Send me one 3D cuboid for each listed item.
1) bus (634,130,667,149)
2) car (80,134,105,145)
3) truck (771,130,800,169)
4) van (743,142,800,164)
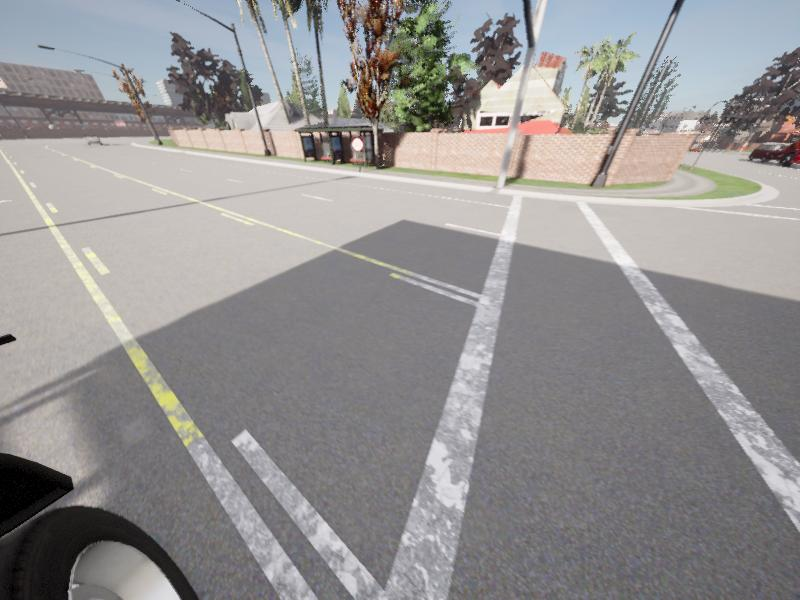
[{"bbox_3d":[73.354,-47.232,68.058,3.944,4.253,10.273,21,40,27],"label":"bus"},{"bbox_3d":[-51.651,-27.035,38.855,1.845,1.501,3.633,-28,45,-34],"label":"car"},{"bbox_3d":[39.116,-13.673,20.376,2.891,3.827,8.468,21,40,27],"label":"truck"},{"bbox_3d":[44.281,-17.576,27.573,1.775,1.987,4.442,19,39,25],"label":"van"}]
